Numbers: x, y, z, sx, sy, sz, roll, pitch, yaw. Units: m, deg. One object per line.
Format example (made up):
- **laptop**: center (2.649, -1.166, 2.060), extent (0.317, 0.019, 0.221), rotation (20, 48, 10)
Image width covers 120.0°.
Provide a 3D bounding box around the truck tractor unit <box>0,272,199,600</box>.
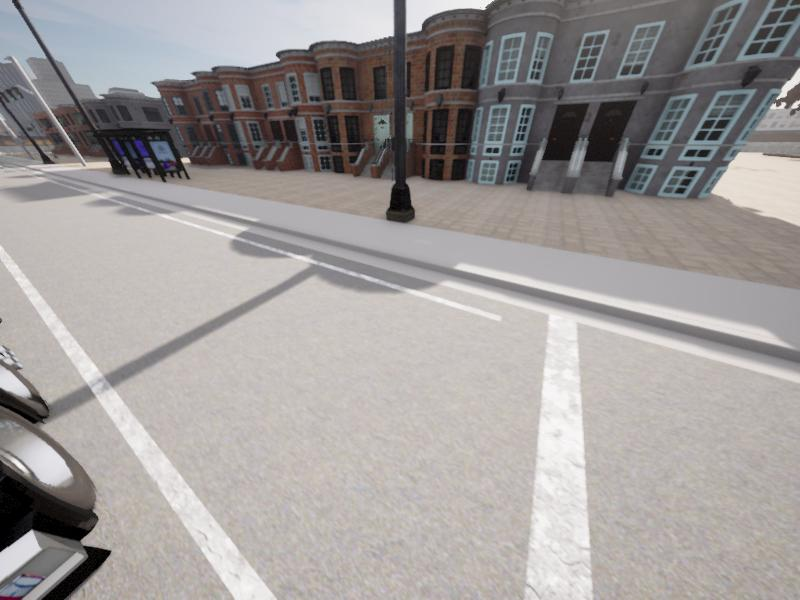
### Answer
- **truck tractor unit**: center (-5.124, -0.289, 0.755), extent (6.516, 4.208, 3.053), rotation (18, 39, 23)
